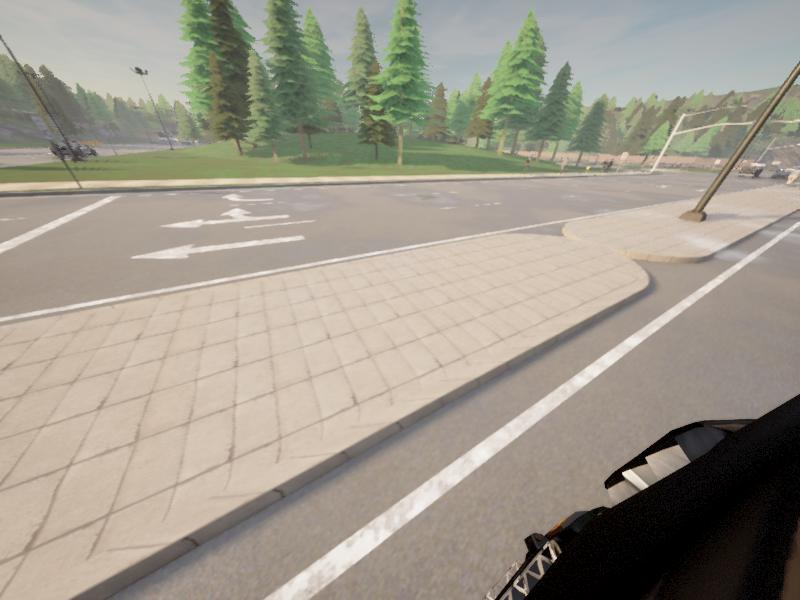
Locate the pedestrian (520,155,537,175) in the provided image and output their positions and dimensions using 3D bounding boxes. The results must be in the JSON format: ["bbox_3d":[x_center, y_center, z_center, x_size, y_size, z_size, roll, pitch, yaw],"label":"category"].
[{"bbox_3d":[14.004,-14.744,25.194,0.751,1.860,0.751,-14,37,-23],"label":"pedestrian"}]

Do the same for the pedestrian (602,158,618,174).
[{"bbox_3d":[28.630,-18.318,31.546,0.751,1.860,0.751,6,34,6],"label":"pedestrian"}]

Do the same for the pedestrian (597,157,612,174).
[{"bbox_3d":[28.154,-18.550,31.867,0.751,1.860,0.751,-23,41,-33],"label":"pedestrian"}]

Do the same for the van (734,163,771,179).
[{"bbox_3d":[58.672,-21.526,38.506,4.480,2.038,2.069,-15,37,-24],"label":"van"}]

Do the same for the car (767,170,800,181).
[{"bbox_3d":[59.741,-19.359,35.874,4.181,1.385,1.994,-15,37,-24],"label":"car"}]

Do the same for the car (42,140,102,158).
[{"bbox_3d":[-37.097,-17.238,26.363,2.038,1.542,4.974,-15,37,-24],"label":"car"}]

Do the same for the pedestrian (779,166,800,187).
[{"bbox_3d":[41.754,-13.078,24.457,0.751,1.860,0.751,-11,36,-20],"label":"pedestrian"}]

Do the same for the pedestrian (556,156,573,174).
[{"bbox_3d":[19.752,-16.210,27.783,0.751,1.860,0.751,-15,37,-25],"label":"pedestrian"}]

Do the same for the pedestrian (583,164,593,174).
[{"bbox_3d":[24.086,-16.802,29.647,0.500,1.100,0.500,-17,38,-27],"label":"pedestrian"}]
